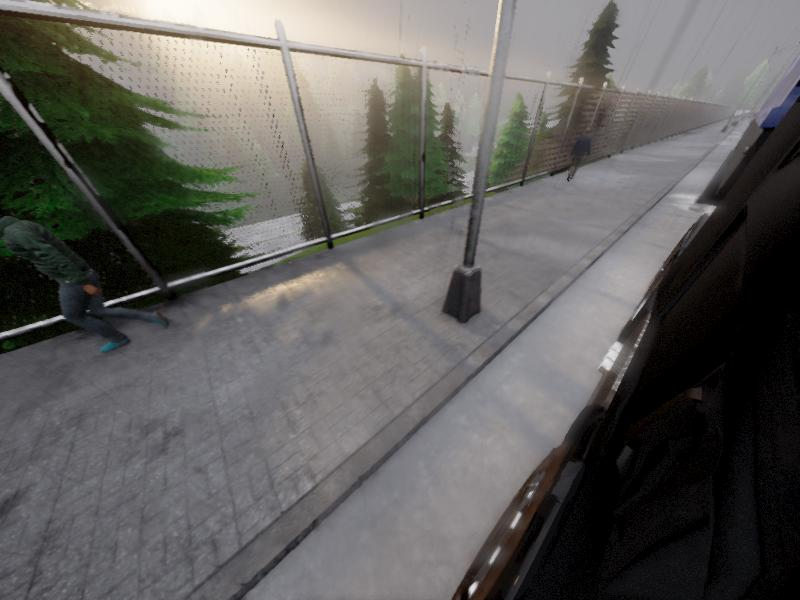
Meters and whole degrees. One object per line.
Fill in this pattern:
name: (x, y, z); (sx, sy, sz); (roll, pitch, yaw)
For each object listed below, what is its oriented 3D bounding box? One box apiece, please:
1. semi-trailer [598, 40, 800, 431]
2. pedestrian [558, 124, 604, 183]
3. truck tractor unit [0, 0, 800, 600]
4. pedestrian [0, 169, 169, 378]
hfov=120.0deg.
semi-trailer: (8.696, -3.606, 4.231); (14.254, 4.402, 2.717); (-28, 44, -30)
pedestrian: (7.080, -5.753, 9.114); (0.751, 1.860, 0.751); (25, 45, 32)
truck tractor unit: (2.645, -0.295, 0.352); (6.516, 4.208, 3.053); (-28, 44, -30)
pedestrian: (-3.454, -0.213, 2.386); (0.751, 1.860, 0.751); (-27, 43, -29)
